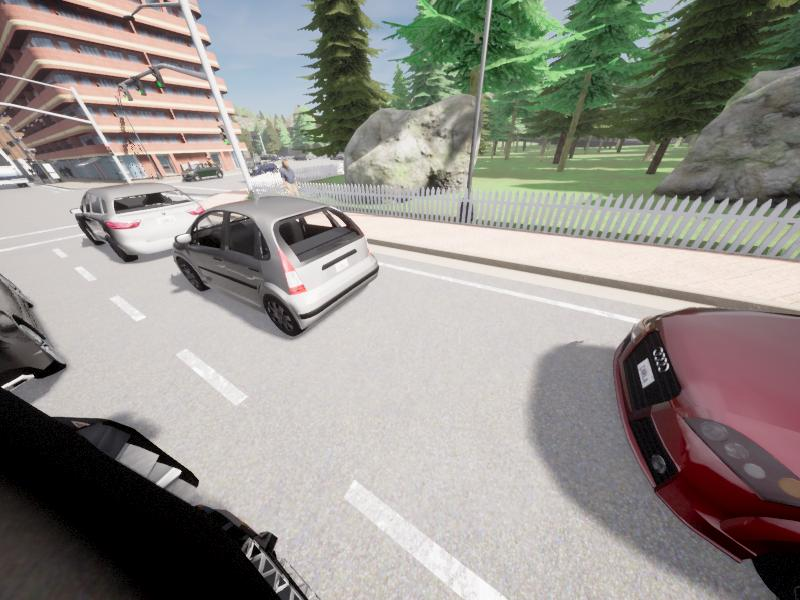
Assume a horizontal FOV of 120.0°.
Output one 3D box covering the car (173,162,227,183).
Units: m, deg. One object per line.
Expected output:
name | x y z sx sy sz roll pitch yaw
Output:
car | -21.157 -13.659 24.658 1.789 1.549 3.705 9 35 17

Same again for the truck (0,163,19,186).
truck | -60.299 -18.899 33.630 8.468 3.827 2.891 16 38 27

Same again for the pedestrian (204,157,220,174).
pedestrian | -25.493 -18.258 31.324 0.751 1.860 0.751 9 35 17

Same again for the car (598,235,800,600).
car | 3.739 0.999 0.916 4.181 1.385 1.994 18 39 28

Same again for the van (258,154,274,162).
van | -40.265 -42.604 69.342 4.442 1.987 1.775 17 38 27

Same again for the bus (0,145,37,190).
bus | -49.466 -15.796 27.738 10.273 4.253 3.944 16 38 27

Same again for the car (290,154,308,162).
car | -27.208 -38.215 62.156 4.892 1.490 1.837 20 40 31

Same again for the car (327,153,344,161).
car | -15.272 -33.790 54.665 2.033 1.411 5.357 -21 37 -25

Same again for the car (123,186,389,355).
car | -2.423 -0.928 4.082 3.988 1.617 1.851 16 38 27

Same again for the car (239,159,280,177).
car | -16.471 -15.683 27.413 1.970 1.475 3.806 4 34 10

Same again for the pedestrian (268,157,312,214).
pedestrian | -4.203 -4.415 8.923 0.751 1.860 0.751 17 38 27

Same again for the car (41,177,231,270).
car | -7.776 -2.547 6.877 4.611 1.667 2.242 17 38 27

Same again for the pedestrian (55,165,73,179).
pedestrian | -52.764 -20.088 36.300 0.751 1.860 0.751 19 39 30

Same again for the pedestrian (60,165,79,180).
pedestrian | -49.802 -19.245 34.800 0.751 1.860 0.751 15 38 25

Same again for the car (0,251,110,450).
car | -6.015 0.308 2.586 4.902 1.511 2.128 16 38 27
